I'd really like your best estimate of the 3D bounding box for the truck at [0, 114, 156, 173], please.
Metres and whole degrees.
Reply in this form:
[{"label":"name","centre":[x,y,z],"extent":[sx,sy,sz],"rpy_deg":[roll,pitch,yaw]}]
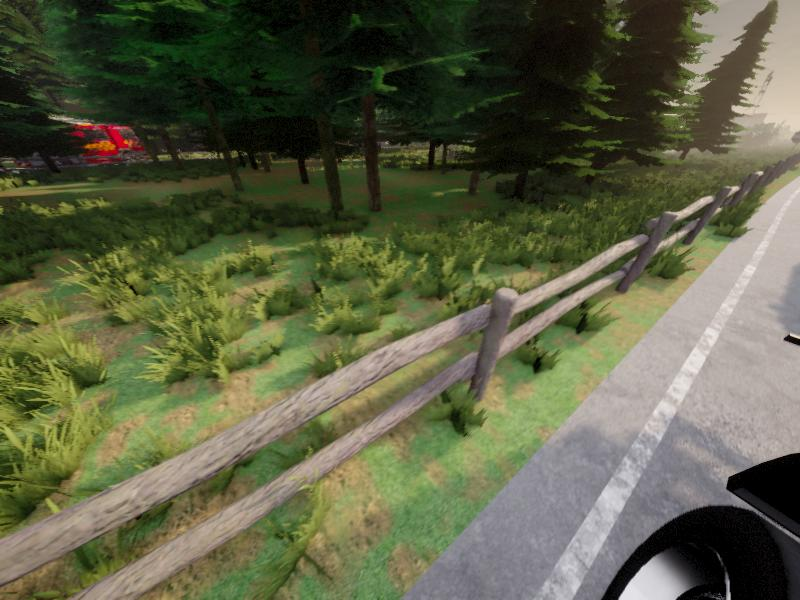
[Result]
[{"label":"truck","centre":[-29.841,-14.577,21.568],"extent":[2.891,3.827,8.468],"rpy_deg":[13,37,19]}]
